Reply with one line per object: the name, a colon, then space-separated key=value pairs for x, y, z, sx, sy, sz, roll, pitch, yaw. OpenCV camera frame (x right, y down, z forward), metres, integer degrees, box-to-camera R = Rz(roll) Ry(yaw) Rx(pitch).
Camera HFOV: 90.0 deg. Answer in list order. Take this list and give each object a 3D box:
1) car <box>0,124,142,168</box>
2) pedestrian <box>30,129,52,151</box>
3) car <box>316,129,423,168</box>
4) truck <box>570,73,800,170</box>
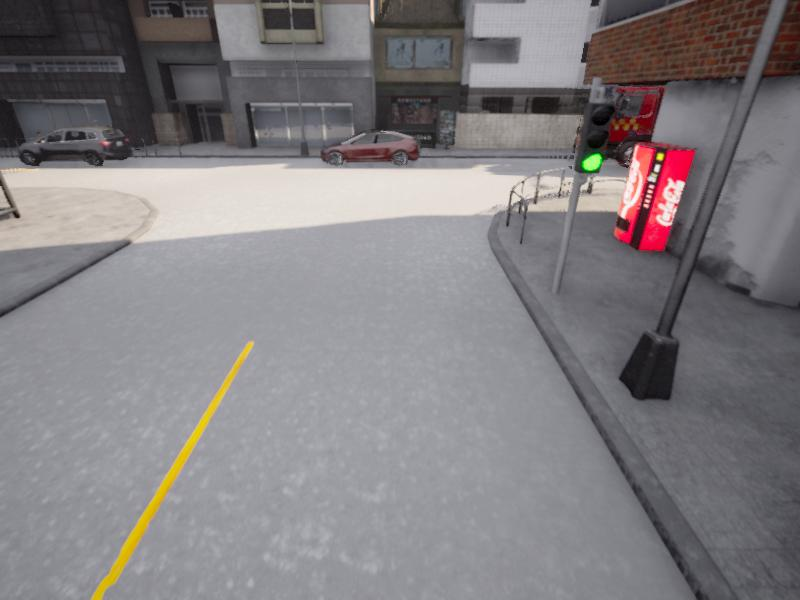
car: x=-15.565 y=-7.408 z=19.140 sx=4.611 sy=1.667 sz=2.242 roll=0 pitch=27 yaw=0
pedestrian: x=-20.270 y=-9.013 z=22.598 sx=0.500 sy=1.100 sz=0.500 roll=-7 pitch=28 yaw=-14
car: x=-1.388 y=-7.310 z=19.224 sx=4.792 sy=1.488 sz=2.163 roll=0 pitch=27 yaw=0
truck: x=13.091 y=-8.342 z=18.727 sx=8.468 sy=3.827 sz=2.891 roll=0 pitch=27 yaw=0
